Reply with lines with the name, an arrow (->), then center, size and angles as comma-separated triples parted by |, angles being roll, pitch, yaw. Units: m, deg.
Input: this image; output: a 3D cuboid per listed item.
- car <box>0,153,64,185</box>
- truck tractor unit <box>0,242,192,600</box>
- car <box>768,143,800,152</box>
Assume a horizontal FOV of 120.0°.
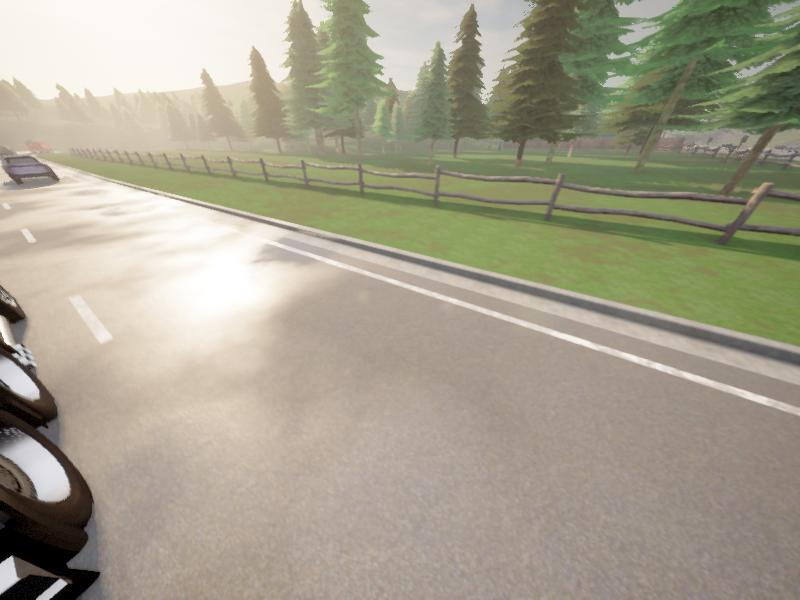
car -> -26.701, -9.475, 16.512 | 4.856, 1.649, 2.033 | 21, 40, 27
truck tractor unit -> -5.073, -0.335, 0.842 | 6.516, 4.208, 3.053 | 20, 39, 26
car -> 86.608, -34.249, 51.784 | 2.128, 1.511, 4.902 | 16, 38, 22
